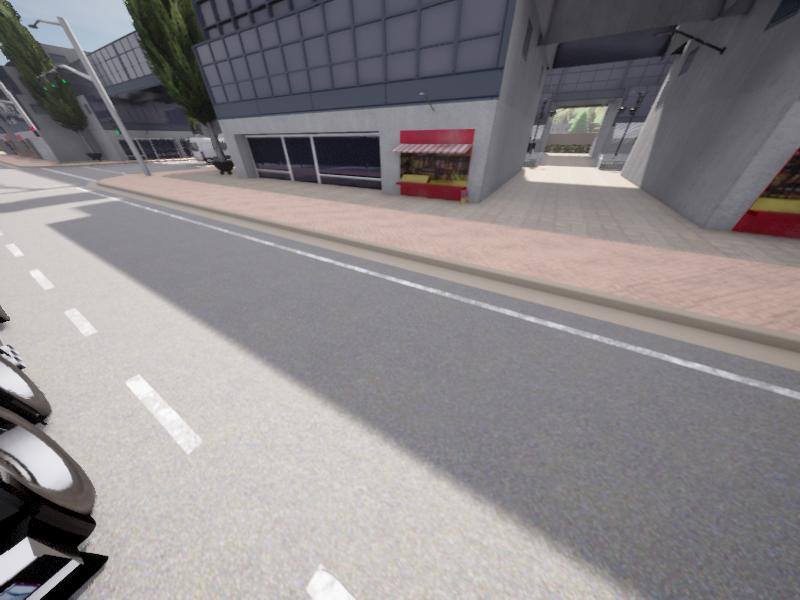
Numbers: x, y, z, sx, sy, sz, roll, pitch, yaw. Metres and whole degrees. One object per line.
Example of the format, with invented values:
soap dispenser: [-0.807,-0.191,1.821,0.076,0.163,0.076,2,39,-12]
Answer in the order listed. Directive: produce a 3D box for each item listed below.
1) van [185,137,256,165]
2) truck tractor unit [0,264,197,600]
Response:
van: [-21.056,-17.825,27.557,1.988,2.561,5.915,18,39,25]
truck tractor unit: [-5.108,-0.304,0.776,6.516,4.208,3.053,18,39,24]
